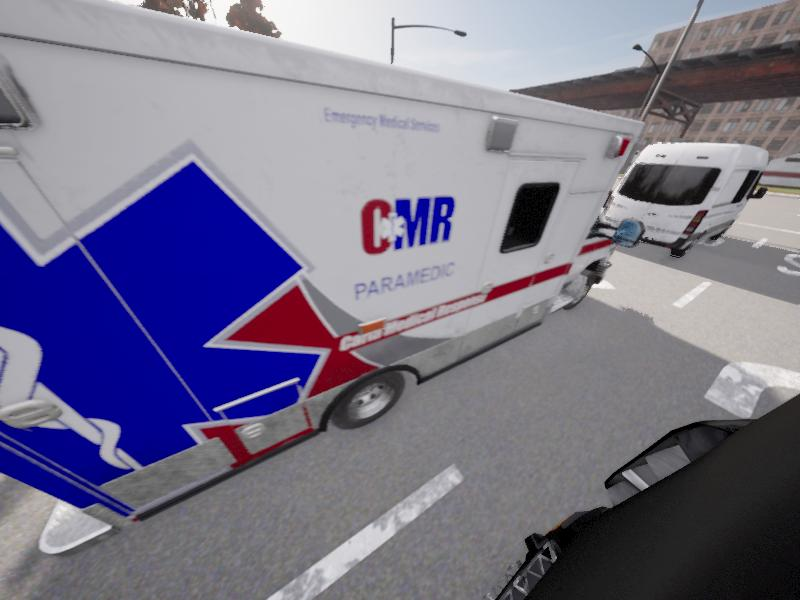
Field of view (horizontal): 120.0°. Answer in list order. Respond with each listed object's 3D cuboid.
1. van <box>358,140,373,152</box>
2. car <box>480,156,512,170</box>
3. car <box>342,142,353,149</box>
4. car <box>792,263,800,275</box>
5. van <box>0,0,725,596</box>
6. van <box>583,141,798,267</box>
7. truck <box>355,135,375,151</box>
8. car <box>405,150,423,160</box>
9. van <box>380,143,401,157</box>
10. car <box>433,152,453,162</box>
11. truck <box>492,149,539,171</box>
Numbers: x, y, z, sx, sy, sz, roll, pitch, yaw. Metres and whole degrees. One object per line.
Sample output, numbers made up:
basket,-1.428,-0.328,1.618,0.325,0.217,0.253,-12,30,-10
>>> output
van,-9.798,-43.786,65.645,1.988,2.561,5.915,-16,39,-26
car,13.513,-19.456,32.825,1.789,1.549,3.705,-16,37,-26
car,-17.671,-51.542,76.975,1.801,1.575,5.366,-16,39,-26
car,11.669,-1.245,5.358,3.633,1.501,1.845,-15,38,-25
van,0.460,-0.710,2.853,6.366,2.431,2.351,-16,38,-26
van,8.795,-3.121,7.039,5.915,2.561,1.988,-16,38,-26
truck,-11.111,-49.727,72.981,2.891,3.827,8.468,-16,39,-26
car,2.897,-30.169,47.971,1.789,1.549,3.705,-16,39,-26
van,-2.396,-36.002,55.253,2.351,2.431,6.366,-16,39,-26
car,8.544,-28.352,45.785,1.845,1.501,3.633,-16,38,-26
truck,16.692,-20.574,33.905,2.627,2.467,5.204,-16,36,-26
